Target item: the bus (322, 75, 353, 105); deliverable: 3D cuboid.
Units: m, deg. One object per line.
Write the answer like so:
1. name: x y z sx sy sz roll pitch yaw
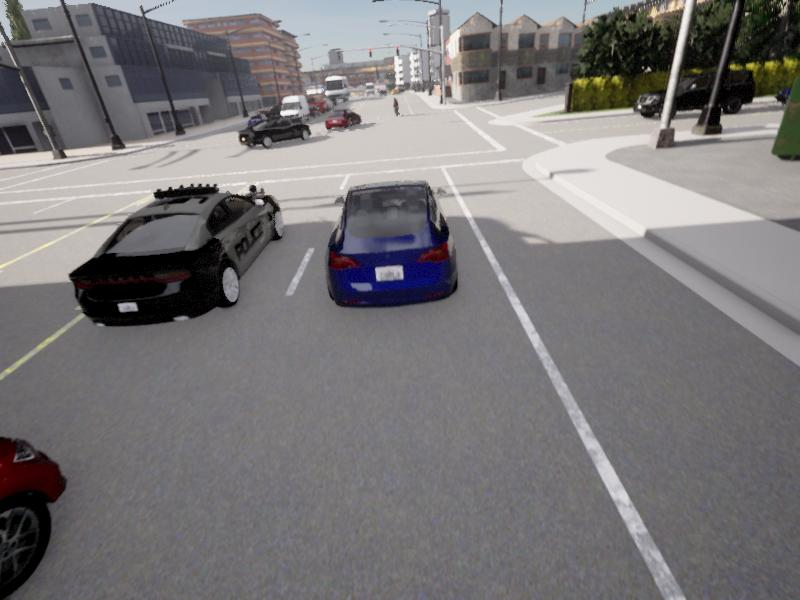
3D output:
1. bus: -11.413 -39.203 74.484 3.944 4.253 10.273 -4 29 2

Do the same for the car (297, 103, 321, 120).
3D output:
1. car: -10.988 -22.963 48.627 1.812 1.442 4.674 -4 29 2

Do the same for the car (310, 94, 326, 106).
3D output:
1. car: -14.881 -36.328 72.681 1.882 1.535 5.008 -4 29 2

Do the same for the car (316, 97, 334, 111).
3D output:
1. car: -11.227 -29.620 60.430 1.812 1.442 4.674 -4 30 2

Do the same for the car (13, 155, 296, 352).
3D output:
1. car: -3.642 -1.325 7.458 1.930 1.638 5.238 -4 29 2

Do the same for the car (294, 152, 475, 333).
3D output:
1. car: -0.154 -1.425 7.217 2.163 1.488 4.792 -4 29 2

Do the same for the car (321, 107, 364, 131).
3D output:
1. car: -4.663 -15.013 33.094 1.994 1.385 4.181 2 29 14

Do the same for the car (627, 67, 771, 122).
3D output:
1. car: 15.679 -10.940 21.358 5.566 2.045 2.150 -4 28 2

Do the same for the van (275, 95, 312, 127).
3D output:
1. van: -11.031 -19.919 41.950 1.988 2.561 5.915 -4 28 2

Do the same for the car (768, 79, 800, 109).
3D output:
1. car: 23.018 -11.136 21.264 4.718 1.301 1.895 -4 28 2

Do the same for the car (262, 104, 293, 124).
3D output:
1. car: -14.547 -22.324 47.873 1.930 1.638 5.238 -4 29 2

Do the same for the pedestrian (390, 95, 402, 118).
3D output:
1. pedestrian: -0.376 -18.381 38.014 0.751 1.860 0.751 -11 29 -10

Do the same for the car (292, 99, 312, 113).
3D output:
1. car: -14.717 -29.235 60.273 1.837 1.490 4.892 -4 30 2

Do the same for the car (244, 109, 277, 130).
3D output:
1. car: -14.481 -18.870 41.728 1.816 1.474 4.193 -4 28 2

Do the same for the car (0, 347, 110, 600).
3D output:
1. car: -3.577 2.072 1.474 1.816 1.474 4.193 -4 29 2

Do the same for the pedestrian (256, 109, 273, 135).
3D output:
1. pedestrian: -11.256 -14.739 33.143 0.751 1.860 0.751 -21 32 -27

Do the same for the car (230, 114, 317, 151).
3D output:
1. car: -8.026 -10.914 25.898 1.882 1.535 5.008 16 35 34

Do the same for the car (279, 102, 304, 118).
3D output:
1. car: -14.635 -25.849 54.274 1.882 1.535 5.008 -4 29 2

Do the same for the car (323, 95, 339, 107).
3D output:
1. car: -11.304 -32.817 65.963 1.816 1.474 4.193 -4 30 2

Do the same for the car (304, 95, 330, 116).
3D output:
1. car: -11.161 -26.482 54.305 2.150 2.045 5.566 -4 29 2
